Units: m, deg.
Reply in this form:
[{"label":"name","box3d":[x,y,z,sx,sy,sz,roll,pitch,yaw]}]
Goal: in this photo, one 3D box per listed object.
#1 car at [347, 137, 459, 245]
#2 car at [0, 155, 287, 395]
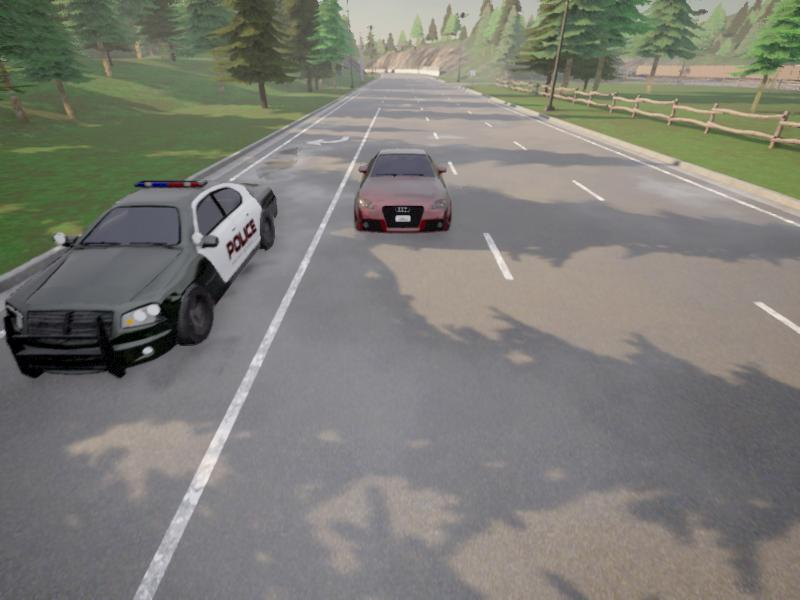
[{"label":"car","box3d":[0.056,-2.729,9.314,1.994,1.385,4.181,0,30,0]},{"label":"car","box3d":[-3.445,-0.904,6.035,2.038,1.542,4.974,0,30,0]}]
